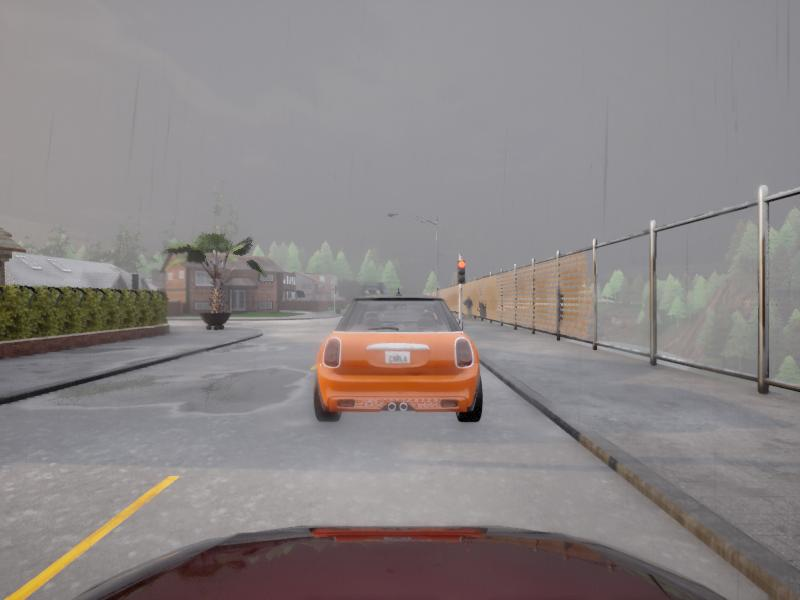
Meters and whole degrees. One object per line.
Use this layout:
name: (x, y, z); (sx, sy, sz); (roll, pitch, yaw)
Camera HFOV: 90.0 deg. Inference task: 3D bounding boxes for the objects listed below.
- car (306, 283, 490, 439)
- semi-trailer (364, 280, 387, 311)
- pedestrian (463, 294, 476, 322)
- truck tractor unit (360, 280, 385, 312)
car: (-0.001, 0.694, 6.836); (2.097, 1.767, 4.553); (0, 0, 1)
semi-trailer: (-3.704, -0.618, 63.739); (2.717, 4.402, 14.254); (0, 0, 0)
pedestrian: (4.691, 0.533, 27.136); (0.751, 1.860, 0.751); (0, 0, 1)
truck tractor unit: (-3.728, -0.515, 55.823); (3.053, 4.208, 6.516); (0, 0, 0)
